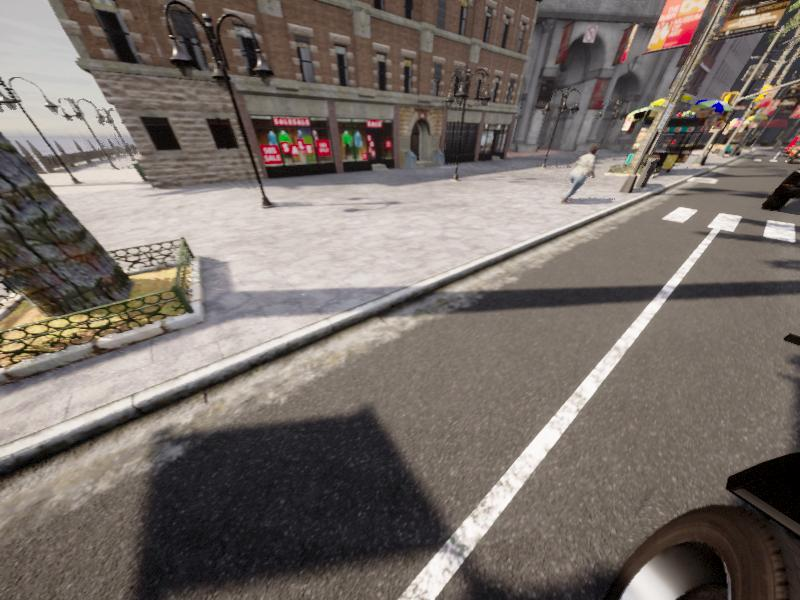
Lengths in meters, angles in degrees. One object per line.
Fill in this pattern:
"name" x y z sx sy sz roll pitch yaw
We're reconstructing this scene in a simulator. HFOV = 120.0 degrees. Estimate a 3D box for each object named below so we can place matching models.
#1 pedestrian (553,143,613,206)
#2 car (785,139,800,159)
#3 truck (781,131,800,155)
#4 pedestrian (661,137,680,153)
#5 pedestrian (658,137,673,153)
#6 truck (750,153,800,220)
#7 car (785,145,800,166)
"pedestrian" 6.388 -4.433 8.194 0.751 1.860 0.751 -4 35 -5
"car" 46.710 -17.288 26.437 4.553 1.767 2.097 -23 41 -28
"truck" 56.452 -22.168 31.505 8.468 3.827 2.891 -22 41 -27
"pedestrian" 38.739 -22.210 33.090 0.751 1.860 0.751 5 36 7
"pedestrian" 38.776 -22.666 33.739 0.751 1.860 0.751 29 44 34
"truck" 15.704 -4.195 7.893 6.274 2.098 2.390 -17 39 -22
"car" 36.889 -13.068 20.749 3.705 1.549 1.789 -23 41 -28
